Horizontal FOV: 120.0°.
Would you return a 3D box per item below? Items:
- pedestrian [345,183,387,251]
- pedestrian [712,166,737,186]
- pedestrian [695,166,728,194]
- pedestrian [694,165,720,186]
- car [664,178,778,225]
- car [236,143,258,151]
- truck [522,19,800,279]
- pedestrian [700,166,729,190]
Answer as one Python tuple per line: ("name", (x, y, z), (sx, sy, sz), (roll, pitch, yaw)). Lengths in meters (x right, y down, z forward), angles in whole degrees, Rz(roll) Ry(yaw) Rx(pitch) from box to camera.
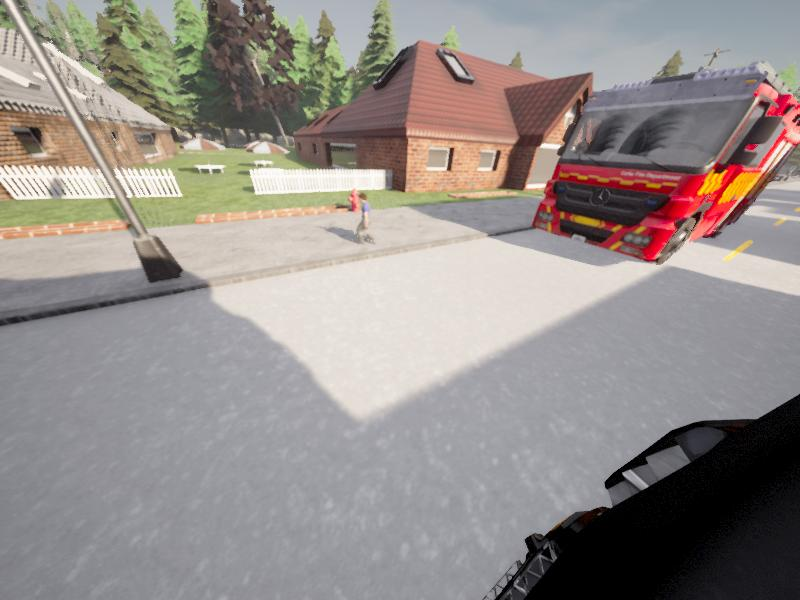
("pedestrian", (-0.755, -1.948, 5.433), (0.751, 1.300, 0.751), (6, 34, 4))
("pedestrian", (35.700, -13.638, 25.453), (0.751, 1.860, 0.751), (-17, 39, -28))
("pedestrian", (25.193, -9.717, 18.704), (0.751, 1.860, 0.751), (-21, 40, -31))
("pedestrian", (32.580, -13.210, 24.560), (0.751, 1.860, 0.751), (-15, 37, -25))
("car", (15.803, -4.991, 11.379), (4.902, 1.511, 2.128), (-16, 38, -26))
("car", (-39.066, -39.145, 58.990), (4.514, 1.525, 2.007), (-16, 38, -26))
("truck", (8.221, -3.794, 6.879), (8.468, 3.827, 2.891), (-16, 38, -26))
("pedestrian", (28.871, -11.196, 21.227), (0.751, 1.860, 0.751), (-25, 43, -35))
